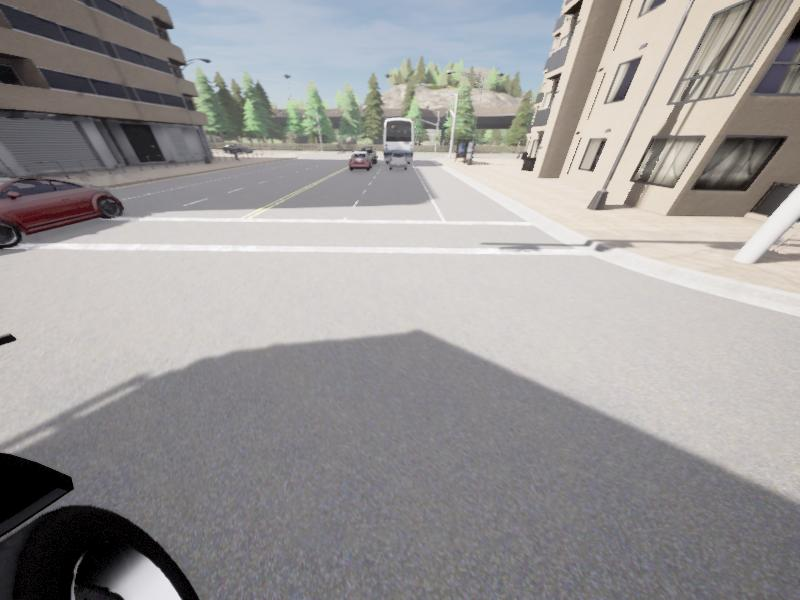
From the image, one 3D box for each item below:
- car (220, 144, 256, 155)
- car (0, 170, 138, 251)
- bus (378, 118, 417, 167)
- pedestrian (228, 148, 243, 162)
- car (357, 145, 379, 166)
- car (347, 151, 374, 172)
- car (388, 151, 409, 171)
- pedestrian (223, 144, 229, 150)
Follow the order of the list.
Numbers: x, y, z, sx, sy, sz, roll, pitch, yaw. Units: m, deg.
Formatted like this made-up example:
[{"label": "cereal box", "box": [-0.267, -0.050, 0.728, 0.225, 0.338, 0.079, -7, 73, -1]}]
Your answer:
[{"label": "car", "box": [-28.891, -26.940, 41.330, 4.892, 1.490, 1.837, 1, 34, 0]}, {"label": "car", "box": [-10.670, -2.593, 6.412, 1.994, 1.385, 4.181, 1, 34, 0]}, {"label": "bus", "box": [-0.261, -19.549, 28.806, 3.944, 4.253, 10.273, 1, 34, 0]}, {"label": "pedestrian", "box": [-19.001, -16.811, 26.727, 0.751, 1.300, 0.751, 1, 34, 0]}, {"label": "car", "box": [-3.654, -16.884, 26.947, 1.932, 1.855, 4.605, 1, 34, 0]}, {"label": "car", "box": [-3.663, -13.315, 22.097, 1.970, 1.475, 3.806, 1, 34, 0]}, {"label": "car", "box": [-0.153, -13.884, 22.953, 1.845, 1.501, 3.633, 1, 34, 0]}, {"label": "pedestrian", "box": [-39.749, -34.963, 52.847, 0.500, 1.100, 0.500, 2, 34, 2]}]
